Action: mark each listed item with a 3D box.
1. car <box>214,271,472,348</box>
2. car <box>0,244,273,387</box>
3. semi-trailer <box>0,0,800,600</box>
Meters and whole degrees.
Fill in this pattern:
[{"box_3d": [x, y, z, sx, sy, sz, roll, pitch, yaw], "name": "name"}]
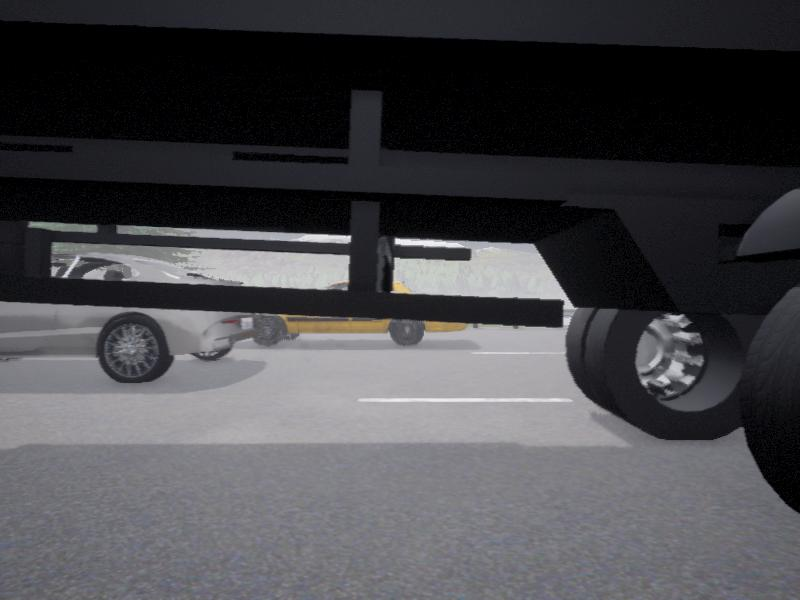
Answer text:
[{"box_3d": [-1.185, 0.201, 9.202, 5.366, 1.575, 1.801, 0, 0, 0], "name": "car"}, {"box_3d": [-4.663, 0.182, 5.706, 5.027, 1.651, 2.152, 0, 0, 0], "name": "car"}, {"box_3d": [0.708, -1.303, 2.238, 14.254, 4.402, 2.717, 2, 0, 1], "name": "semi-trailer"}]
